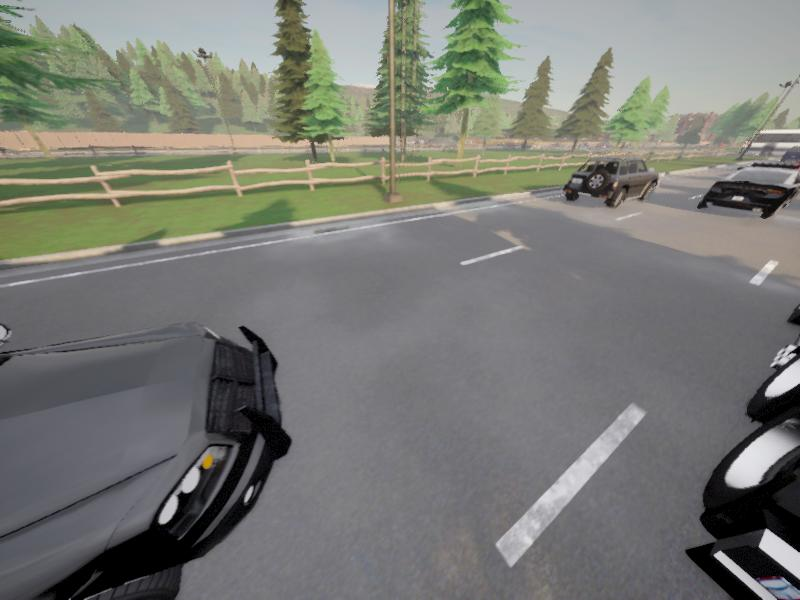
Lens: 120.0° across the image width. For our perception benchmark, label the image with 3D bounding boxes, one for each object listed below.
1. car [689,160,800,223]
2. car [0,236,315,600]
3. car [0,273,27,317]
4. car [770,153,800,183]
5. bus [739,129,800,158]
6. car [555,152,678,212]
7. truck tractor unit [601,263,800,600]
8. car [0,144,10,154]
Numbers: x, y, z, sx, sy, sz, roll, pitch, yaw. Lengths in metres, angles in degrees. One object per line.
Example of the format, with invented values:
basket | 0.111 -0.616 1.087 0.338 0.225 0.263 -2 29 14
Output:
car | 14.519 -4.584 9.347 5.238 1.638 1.930 -18 39 -24
car | -3.257 1.220 0.889 4.974 1.542 2.038 -18 39 -24
car | -8.131 0.454 1.852 4.856 1.649 2.033 -18 39 -24
car | 29.633 -9.492 16.557 4.611 1.667 2.242 -18 39 -24
bus | 73.132 -28.962 42.803 3.944 4.253 10.273 -18 39 -24
car | 9.501 -5.360 10.200 4.605 1.855 1.932 -18 39 -24
truck tractor unit | 5.118 -0.290 0.788 6.516 4.208 3.053 -18 39 -24
car | -65.272 -23.325 35.724 4.718 1.301 1.895 -18 39 -25
